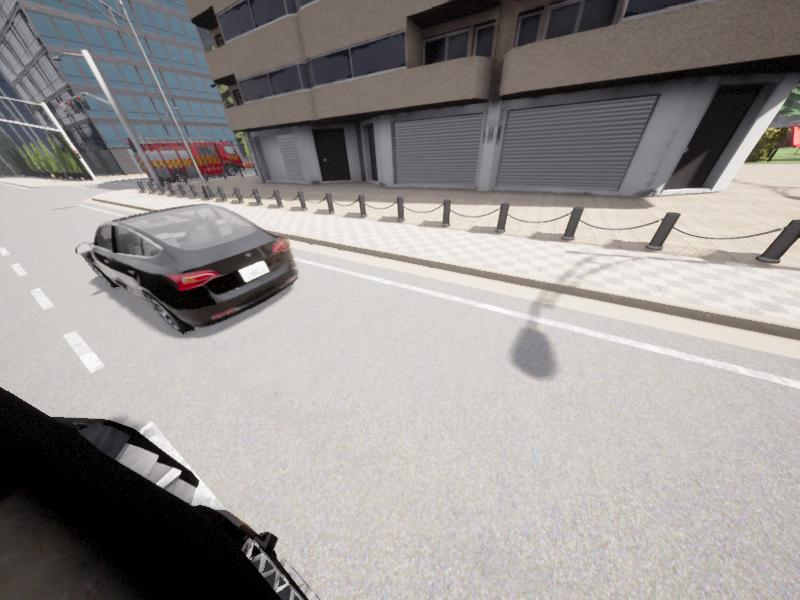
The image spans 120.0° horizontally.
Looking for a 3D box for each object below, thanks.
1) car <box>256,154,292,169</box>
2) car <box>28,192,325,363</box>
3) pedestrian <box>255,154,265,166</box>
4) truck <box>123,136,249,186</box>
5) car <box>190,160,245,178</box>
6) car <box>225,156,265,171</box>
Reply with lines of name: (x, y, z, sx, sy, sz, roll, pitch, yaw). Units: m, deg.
car: (-20.589, -22.743, 37.947, 1.932, 1.855, 4.605, 16, 38, 26)
car: (-4.096, -0.938, 4.332, 4.792, 1.488, 2.163, 16, 38, 26)
pedestrian: (-26.717, -26.664, 44.016, 0.751, 1.860, 0.751, 11, 36, 20)
truck: (-21.653, -14.821, 24.350, 2.891, 3.827, 8.468, 16, 38, 26)
car: (-22.793, -16.555, 29.117, 1.882, 1.535, 5.008, 16, 38, 26)
car: (-25.036, -22.166, 37.496, 2.097, 1.767, 4.553, 16, 38, 26)
